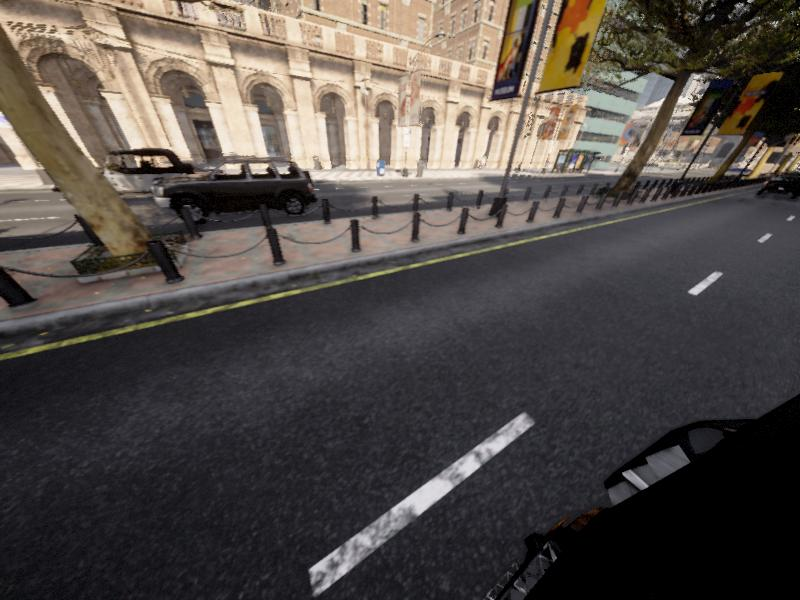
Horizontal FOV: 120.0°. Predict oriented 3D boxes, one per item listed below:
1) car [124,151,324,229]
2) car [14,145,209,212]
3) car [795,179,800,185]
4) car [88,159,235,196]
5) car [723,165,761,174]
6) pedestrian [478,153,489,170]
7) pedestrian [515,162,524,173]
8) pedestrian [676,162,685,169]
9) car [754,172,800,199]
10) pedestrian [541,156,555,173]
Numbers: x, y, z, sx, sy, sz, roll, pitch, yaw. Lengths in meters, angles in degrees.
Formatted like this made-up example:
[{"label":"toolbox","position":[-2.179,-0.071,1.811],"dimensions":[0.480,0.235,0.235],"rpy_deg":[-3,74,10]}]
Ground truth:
[{"label":"car","position":[-5.301,-3.879,7.870],"dimensions":[4.605,1.855,1.932],"rpy_deg":[-16,38,-26]},{"label":"car","position":[-10.143,-4.700,8.808],"dimensions":[3.866,1.878,1.905],"rpy_deg":[-16,38,-26]},{"label":"car","position":[56.135,-16.425,31.275],"dimensions":[3.806,1.475,1.970],"rpy_deg":[-16,37,-26]},{"label":"car","position":[-11.261,-6.194,11.550],"dimensions":[4.718,1.301,1.895],"rpy_deg":[-16,38,-26]},{"label":"car","position":[88.860,-33.859,60.082],"dimensions":[2.152,1.651,5.027],"rpy_deg":[-16,37,-26]},{"label":"pedestrian","position":[11.461,-18.984,31.682],"dimensions":[0.751,1.860,0.751],"rpy_deg":[-15,37,-24]},{"label":"pedestrian","position":[14.908,-16.467,28.753],"dimensions":[0.500,1.100,0.500],"rpy_deg":[-9,35,-16]},{"label":"pedestrian","position":[79.217,-37.978,65.239],"dimensions":[0.751,1.860,0.751],"rpy_deg":[-12,36,-21]},{"label":"car","position":[31.883,-9.473,18.980],"dimensions":[5.238,1.638,1.930],"rpy_deg":[-16,37,-26]},{"label":"pedestrian","position":[19.949,-18.278,31.141],"dimensions":[0.751,1.860,0.751],"rpy_deg":[-16,37,-25]}]
